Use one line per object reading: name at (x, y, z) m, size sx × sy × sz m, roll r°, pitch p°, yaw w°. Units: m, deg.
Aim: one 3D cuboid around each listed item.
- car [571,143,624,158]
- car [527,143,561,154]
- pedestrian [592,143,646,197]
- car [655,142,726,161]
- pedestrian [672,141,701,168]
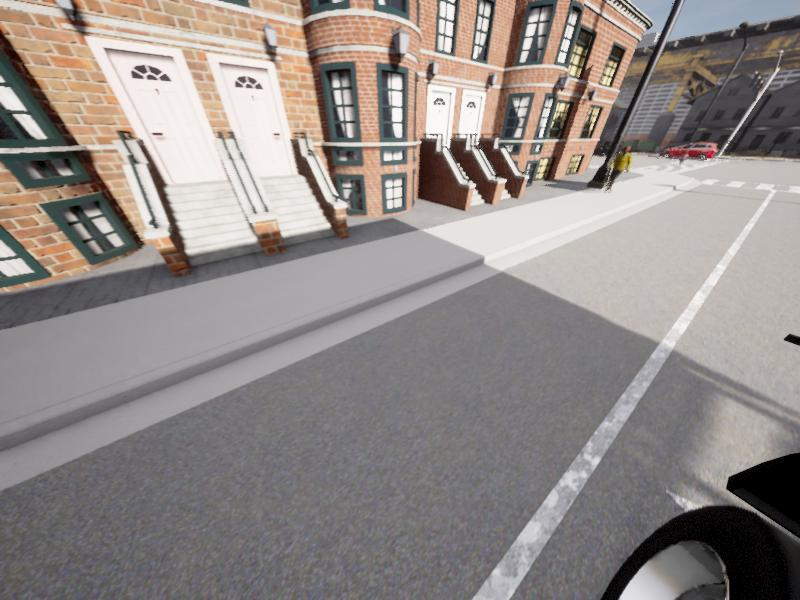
car at (25.988, -19.839, 30.606) m, size 1.837 × 1.490 × 4.892 m, roll -22°, pitch 40°, yaw -27°
car at (23.754, -25.231, 38.352) m, size 1.994 × 1.385 × 4.181 m, roll -22°, pitch 41°, yaw -27°
pedestrian at (9.002, -5.366, 9.561) m, size 0.751 × 1.860 × 0.751 m, roll -19°, pitch 39°, yaw -25°
car at (33.426, -17.238, 26.747) m, size 2.242 × 1.667 × 4.611 m, roll -22°, pitch 41°, yaw -27°
pedestrian at (24.679, -12.556, 19.947) m, size 0.751 × 1.860 × 0.751 m, roll -25°, pitch 42°, yaw -31°
